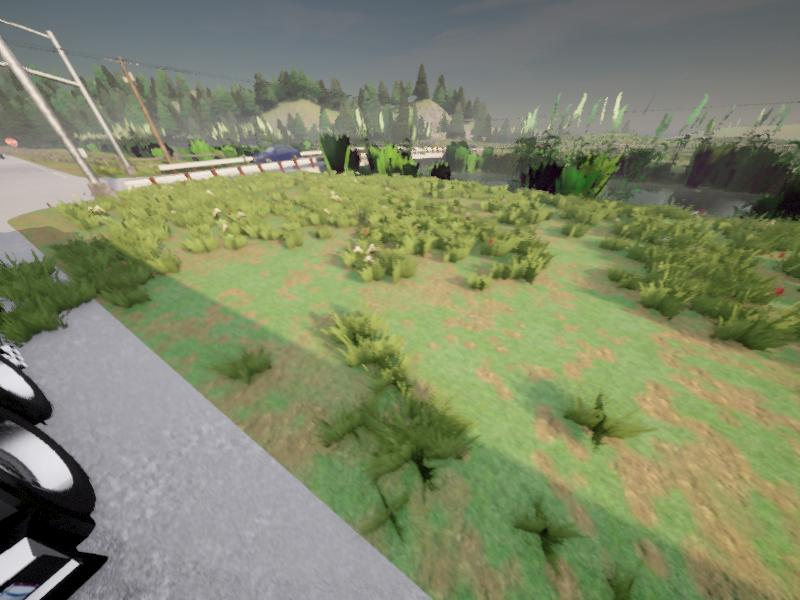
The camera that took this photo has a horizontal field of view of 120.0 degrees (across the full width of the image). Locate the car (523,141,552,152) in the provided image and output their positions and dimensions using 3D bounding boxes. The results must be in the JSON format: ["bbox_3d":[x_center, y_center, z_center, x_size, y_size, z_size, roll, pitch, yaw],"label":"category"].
[{"bbox_3d":[28.148,-31.391,47.294,4.553,1.767,2.097,23,41,29],"label":"car"}]

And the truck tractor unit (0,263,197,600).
[{"bbox_3d":[-5.110,-0.302,0.782,6.516,4.208,3.053,18,39,24],"label":"truck tractor unit"}]

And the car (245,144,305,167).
[{"bbox_3d":[-12.030,-14.229,22.605,1.812,1.442,4.674,22,43,29],"label":"car"}]
